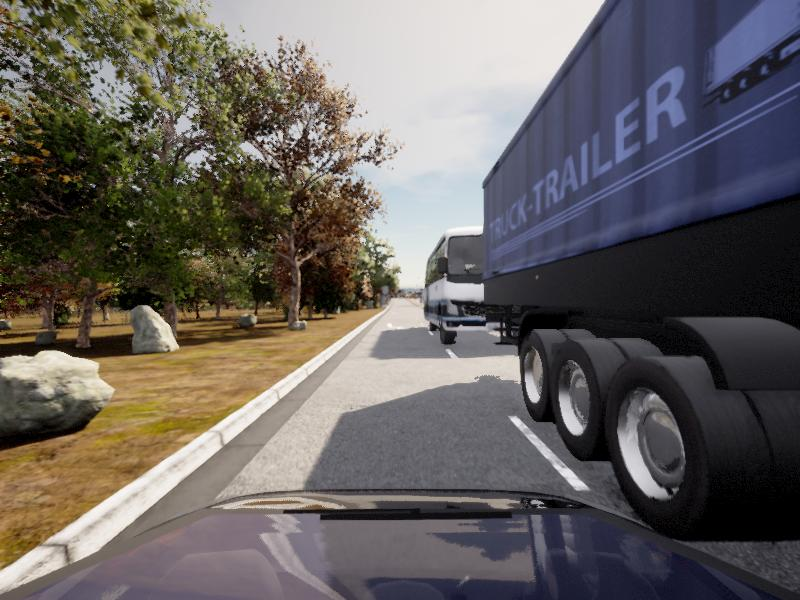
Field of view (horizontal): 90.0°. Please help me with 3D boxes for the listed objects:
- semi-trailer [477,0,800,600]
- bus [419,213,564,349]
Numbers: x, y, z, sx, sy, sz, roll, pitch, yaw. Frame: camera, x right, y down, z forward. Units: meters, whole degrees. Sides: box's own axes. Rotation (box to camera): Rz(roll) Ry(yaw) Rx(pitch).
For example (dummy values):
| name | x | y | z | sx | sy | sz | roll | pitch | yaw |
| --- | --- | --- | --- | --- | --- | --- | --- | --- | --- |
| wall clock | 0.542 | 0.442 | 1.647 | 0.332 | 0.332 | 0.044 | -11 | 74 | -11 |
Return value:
| name | x | y | z | sx | sy | sz | roll | pitch | yaw |
| --- | --- | --- | --- | --- | --- | --- | --- | --- | --- |
| semi-trailer | 2.985 | -0.620 | 1.424 | 2.717 | 4.402 | 14.254 | 0 | 0 | 0 |
| bus | 3.119 | -0.542 | 17.697 | 3.944 | 4.253 | 10.273 | 0 | -1 | -1 |
